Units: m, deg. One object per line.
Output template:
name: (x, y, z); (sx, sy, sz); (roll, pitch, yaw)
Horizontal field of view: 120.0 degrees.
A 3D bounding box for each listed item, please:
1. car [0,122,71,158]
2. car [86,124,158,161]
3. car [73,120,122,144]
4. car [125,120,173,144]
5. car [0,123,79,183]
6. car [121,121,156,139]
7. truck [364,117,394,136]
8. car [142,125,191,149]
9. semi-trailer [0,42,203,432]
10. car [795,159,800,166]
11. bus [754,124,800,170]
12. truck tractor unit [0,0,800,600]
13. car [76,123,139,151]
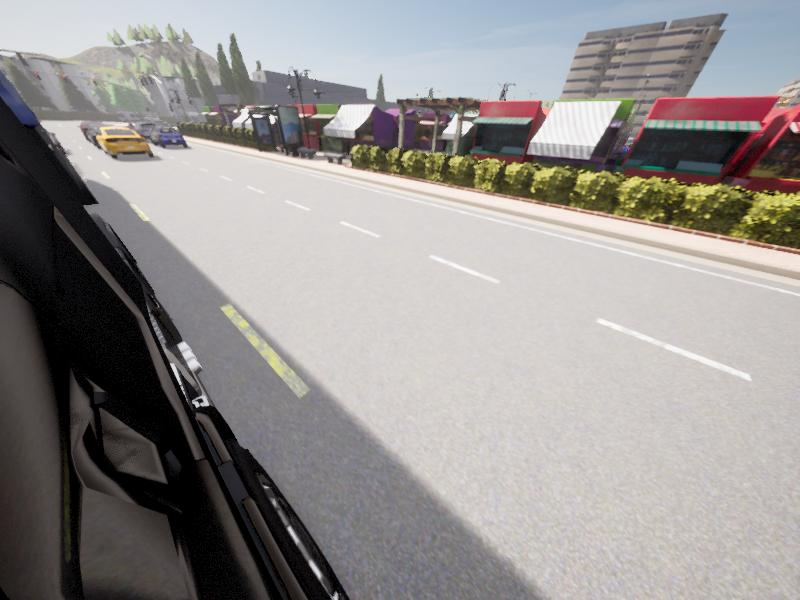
car: (-22.478, -9.841, 14.097); (4.792, 1.488, 2.163); (28, 44, 30)
car: (-17.576, -10.011, 14.592); (5.008, 1.535, 1.882); (28, 44, 29)
car: (-27.960, -15.555, 21.317); (5.008, 1.535, 1.882); (28, 44, 30)
car: (-25.098, -16.802, 23.088); (4.856, 1.649, 2.033); (28, 44, 30)
car: (-16.049, -6.442, 9.917); (5.366, 1.575, 1.801); (28, 43, 29)
car: (-29.635, -19.277, 26.178); (3.633, 1.501, 1.845); (31, 45, 32)
truck: (-5.716, -48.416, 64.651); (2.891, 3.827, 8.468); (29, 44, 31)
car: (-20.109, -14.060, 19.880); (4.193, 1.474, 1.816); (28, 44, 30)
semi-trailer: (-8.767, -3.565, 4.145); (14.254, 4.402, 2.717); (28, 44, 29)
car: (54.522, -18.012, 29.726); (2.152, 1.651, 5.027); (28, 44, 29)
bus: (48.696, -18.172, 27.372); (3.944, 4.253, 10.273); (28, 44, 30)
truck tractor unit: (-2.645, -0.295, 0.351); (6.516, 4.208, 3.053); (28, 44, 30)
car: (-22.730, -12.733, 17.937); (4.792, 1.488, 2.163); (28, 44, 30)
